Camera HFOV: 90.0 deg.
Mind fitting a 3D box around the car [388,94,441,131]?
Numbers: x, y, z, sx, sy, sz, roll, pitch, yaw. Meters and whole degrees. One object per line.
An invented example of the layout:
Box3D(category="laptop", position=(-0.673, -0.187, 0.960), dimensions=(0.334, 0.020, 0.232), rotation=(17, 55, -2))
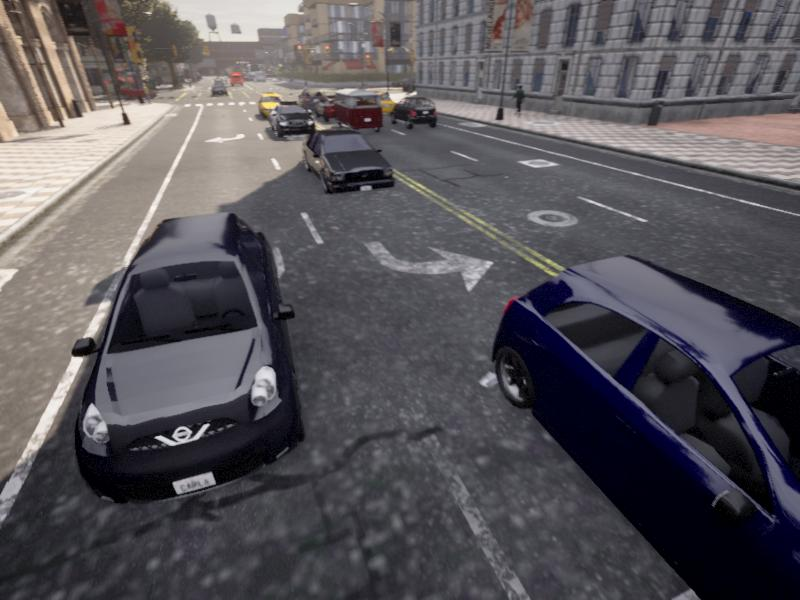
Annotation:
Box3D(category="car", position=(0.760, -11.023, 23.396), dimensions=(1.789, 1.549, 3.705), rotation=(-11, 32, -18))

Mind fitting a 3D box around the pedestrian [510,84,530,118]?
Box3D(category="pedestrian", position=(7.547, -12.578, 25.246), dimensions=(0.751, 1.860, 0.751), rotation=(-4, 30, -6))

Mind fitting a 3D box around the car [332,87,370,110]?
Box3D(category="car", position=(-4.298, -17.483, 34.622), dimensions=(2.007, 1.525, 4.514), rotation=(-12, 32, -18))

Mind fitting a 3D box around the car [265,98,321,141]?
Box3D(category="car", position=(-5.790, -9.695, 21.301), dimensions=(2.038, 1.542, 4.974), rotation=(-12, 32, -18))

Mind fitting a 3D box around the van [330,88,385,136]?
Box3D(category="van", position=(-2.427, -10.441, 22.044), dimensions=(1.775, 1.987, 4.442), rotation=(-12, 32, -18))

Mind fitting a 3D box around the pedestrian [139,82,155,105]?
Box3D(category="pedestrian", position=(-24.300, -19.829, 38.439), dimensions=(0.751, 1.860, 0.751), rotation=(-11, 32, -16))

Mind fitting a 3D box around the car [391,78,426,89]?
Box3D(category="car", position=(1.465, -36.057, 66.473), dimensions=(5.357, 1.411, 2.033), rotation=(-12, 32, -18))

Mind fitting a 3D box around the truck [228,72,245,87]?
Box3D(category="truck", position=(-33.352, -45.000, 81.568), dimensions=(2.627, 2.467, 5.204), rotation=(-12, 32, -18))

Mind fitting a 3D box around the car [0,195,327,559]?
Box3D(category="car", position=(-2.084, 0.197, 4.243), dimensions=(1.845, 1.501, 3.633), rotation=(-10, 32, -16))

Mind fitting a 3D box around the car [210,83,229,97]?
Box3D(category="car", position=(-23.566, -27.389, 52.205), dimensions=(1.994, 1.385, 4.181), rotation=(-12, 32, -18))

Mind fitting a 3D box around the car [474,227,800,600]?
Box3D(category="car", position=(2.354, 0.877, 2.973), dimensions=(1.845, 1.501, 3.633), rotation=(-12, 32, -18))

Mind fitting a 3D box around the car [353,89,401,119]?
Box3D(category="car", position=(-1.773, -14.315, 29.075), dimensions=(1.801, 1.575, 5.366), rotation=(-12, 32, -18))

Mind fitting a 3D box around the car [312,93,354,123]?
Box3D(category="car", position=(-4.576, -13.009, 27.008), dimensions=(1.816, 1.474, 4.193), rotation=(-12, 32, -18))

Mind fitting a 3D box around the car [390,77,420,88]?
Box3D(category="car", position=(0.878, -37.866, 69.504), dimensions=(4.792, 1.488, 2.163), rotation=(-12, 32, -18))

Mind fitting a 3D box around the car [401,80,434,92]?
Box3D(category="car", position=(2.444, -30.043, 56.139), dimensions=(4.181, 1.385, 1.994), rotation=(-12, 32, -18))

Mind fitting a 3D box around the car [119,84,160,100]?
Box3D(category="car", position=(-31.314, -25.044, 48.193), dimensions=(3.633, 1.501, 1.845), rotation=(-12, 32, -18))

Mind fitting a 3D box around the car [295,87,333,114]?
Box3D(category="car", position=(-7.014, -16.160, 32.274), dimensions=(2.242, 1.667, 4.611), rotation=(-10, 31, -15))

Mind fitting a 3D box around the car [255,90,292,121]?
Box3D(category="car", position=(-9.293, -14.233, 29.112), dimensions=(1.801, 1.575, 5.366), rotation=(-12, 32, -18))

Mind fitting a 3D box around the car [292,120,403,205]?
Box3D(category="car", position=(-1.846, -4.507, 12.441), dimensions=(2.033, 1.411, 5.357), rotation=(-12, 32, -18))
